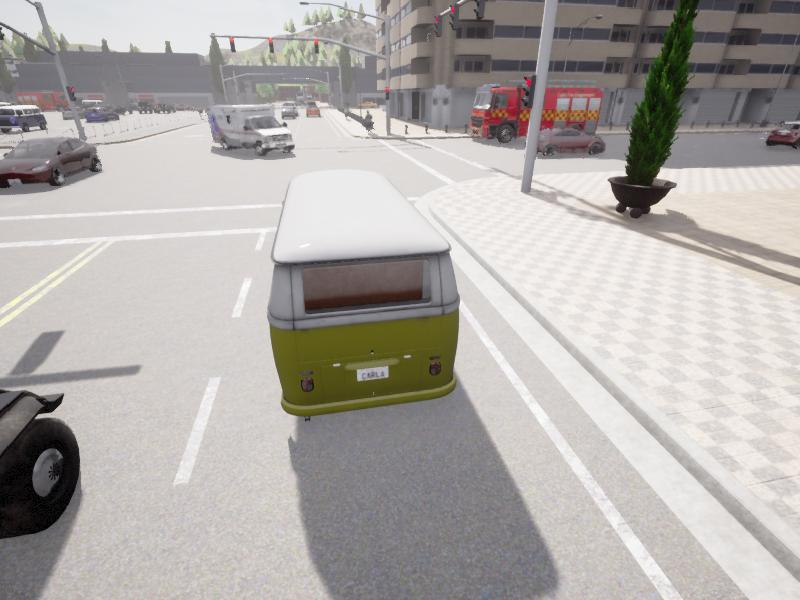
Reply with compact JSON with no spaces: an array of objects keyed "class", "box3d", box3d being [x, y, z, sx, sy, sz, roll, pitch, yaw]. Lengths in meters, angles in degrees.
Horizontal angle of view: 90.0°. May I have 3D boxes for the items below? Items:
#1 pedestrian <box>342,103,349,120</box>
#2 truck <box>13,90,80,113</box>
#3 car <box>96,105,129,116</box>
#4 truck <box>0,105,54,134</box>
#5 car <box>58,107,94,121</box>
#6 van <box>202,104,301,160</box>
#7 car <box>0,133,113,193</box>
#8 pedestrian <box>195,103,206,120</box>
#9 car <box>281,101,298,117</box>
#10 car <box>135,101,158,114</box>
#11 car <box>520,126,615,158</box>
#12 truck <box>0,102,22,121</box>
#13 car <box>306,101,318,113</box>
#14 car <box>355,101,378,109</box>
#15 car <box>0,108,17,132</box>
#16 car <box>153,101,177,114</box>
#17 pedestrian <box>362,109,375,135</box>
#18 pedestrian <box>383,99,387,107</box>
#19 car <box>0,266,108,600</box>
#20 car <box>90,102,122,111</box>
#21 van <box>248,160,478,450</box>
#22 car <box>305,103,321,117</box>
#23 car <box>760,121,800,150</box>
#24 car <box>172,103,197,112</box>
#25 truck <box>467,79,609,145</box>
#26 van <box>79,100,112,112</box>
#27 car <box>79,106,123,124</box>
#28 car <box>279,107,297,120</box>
[{"class":"pedestrian","box3d":[-6.792,-23.549,50.026,0.751,1.860,0.751,-5,28,-10]},{"class":"truck","box3d":[-67.352,-37.963,76.403,8.468,3.827,2.891,-5,28,-9]},{"class":"car","box3d":[-44.203,-29.212,61.649,2.033,1.415,5.357,-5,28,-10]},{"class":"truck","box3d":[-32.339,-15.440,34.110,2.069,2.038,4.478,-5,28,-10]},{"class":"car","box3d":[-42.049,-24.265,52.033,1.970,1.475,3.806,-5,28,-10]},{"class":"van","box3d":[-8.636,-9.833,23.050,6.366,2.431,2.351,24,37,39]},{"class":"car","box3d":[-13.672,-5.481,15.614,2.163,1.488,4.792,-5,28,-10]},{"class":"pedestrian","box3d":[-25.496,-24.082,51.095,0.751,1.860,0.751,-6,28,-11]},{"class":"car","box3d":[-17.251,-29.999,62.784,2.150,2.045,5.566,-5,28,-10]},{"class":"car","box3d":[-42.791,-32.549,67.631,1.905,1.878,3.866,-5,28,-10]},{"class":"car","box3d":[9.068,-8.705,21.918,4.181,1.385,1.994,-5,28,-10]},{"class":"truck","box3d":[-50.558,-23.772,50.352,2.069,2.038,4.478,-5,28,-10]},{"class":"car","box3d":[-16.077,-35.334,73.349,1.905,1.878,3.866,-5,28,-10]},{"class":"car","box3d":[-8.014,-47.058,96.506,5.366,1.575,1.801,-5,28,-10]},{"class":"car","box3d":[-35.165,-15.066,33.592,1.932,1.855,4.605,-5,28,-10]},{"class":"car","box3d":[-39.941,-32.786,68.081,1.932,1.855,4.605,-5,28,-10]},{"class":"pedestrian","box3d":[-2.451,-13.937,31.313,0.751,1.860,0.751,-11,29,-21]},{"class":"pedestrian","box3d":[-3.895,-50.873,103.189,0.751,1.860,0.751,-9,29,-17]},{"class":"car","box3d":[-3.362,1.530,1.573,1.905,1.878,3.866,-5,28,-10]},{"class":"car","box3d":[-61.725,-40.685,84.081,4.856,1.649,2.033,-5,28,-9]},{"class":"van","box3d":[-0.682,-0.528,5.468,1.775,1.987,4.442,-5,28,-10]},{"class":"car","box3d":[-13.289,-28.983,61.075,2.097,1.767,4.553,-5,28,-10]},{"class":"car","box3d":[25.059,-10.185,24.653,3.806,1.475,1.970,-5,28,-10]},{"class":"car","box3d":[-43.396,-38.789,80.640,3.806,1.475,1.970,-5,28,-10]},{"class":"truck","box3d":[9.342,-13.066,27.715,8.468,3.827,2.891,-5,28,-10]},{"class":"van","box3d":[-61.555,-39.248,80.860,4.480,2.038,2.069,-5,28,-9]},{"class":"car","box3d":[-35.280,-21.947,47.355,2.242,1.667,4.611,-5,28,-10]},{"class":"car","box3d":[-15.727,-26.316,56.322,2.033,1.411,5.357,-6,28,-11]}]
